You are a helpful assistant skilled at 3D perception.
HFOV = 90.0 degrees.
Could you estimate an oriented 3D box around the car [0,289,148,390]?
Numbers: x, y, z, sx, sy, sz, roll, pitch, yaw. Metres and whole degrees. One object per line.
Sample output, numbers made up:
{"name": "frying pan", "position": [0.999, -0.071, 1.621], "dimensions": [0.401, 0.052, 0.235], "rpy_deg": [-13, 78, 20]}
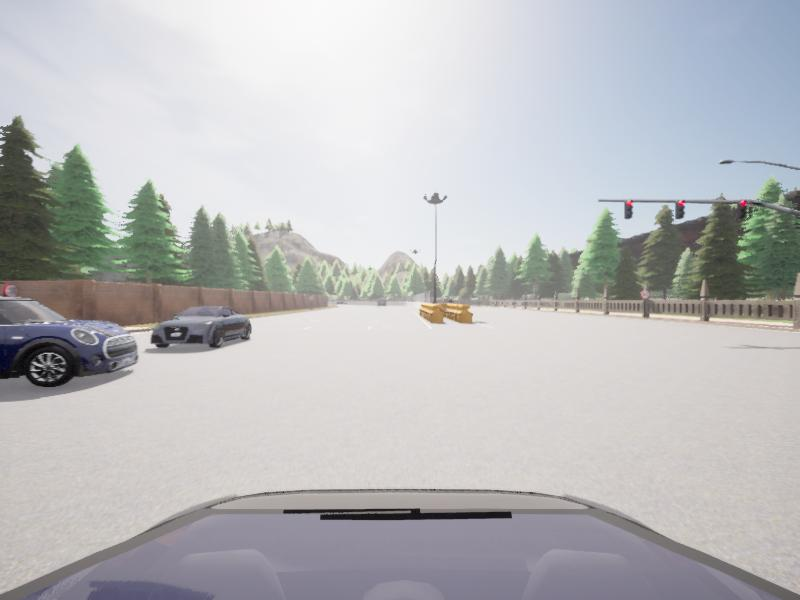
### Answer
{"name": "car", "position": [-7.915, 0.694, 7.877], "dimensions": [4.553, 1.767, 2.097], "rpy_deg": [0, 0, -12]}

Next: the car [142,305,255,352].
{"name": "car", "position": [-7.002, 0.908, 14.501], "dimensions": [1.994, 1.385, 4.181], "rpy_deg": [0, 0, 0]}
